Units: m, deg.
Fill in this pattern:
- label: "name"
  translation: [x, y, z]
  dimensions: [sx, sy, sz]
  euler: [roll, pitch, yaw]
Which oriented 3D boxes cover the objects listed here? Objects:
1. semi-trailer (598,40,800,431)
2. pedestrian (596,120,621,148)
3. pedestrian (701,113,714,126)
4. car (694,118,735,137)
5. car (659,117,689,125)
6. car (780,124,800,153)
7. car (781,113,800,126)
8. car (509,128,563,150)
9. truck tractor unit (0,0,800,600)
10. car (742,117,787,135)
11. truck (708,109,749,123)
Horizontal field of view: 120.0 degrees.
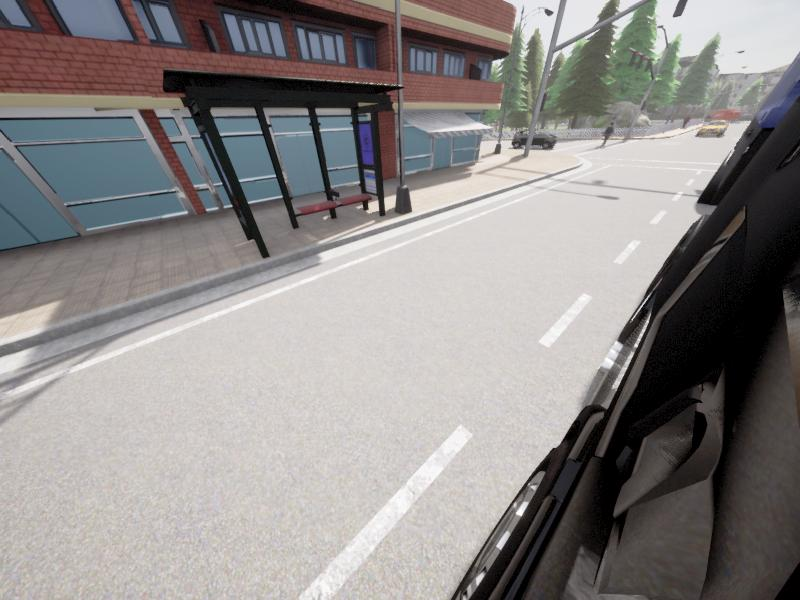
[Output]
- label: "semi-trailer"
  translation: [8.692, -3.612, 4.229]
  dimensions: [14.254, 4.402, 2.717]
  euler: [-28, 44, -30]
- label: "pedestrian"
  translation: [17.854, -14.217, 19.827]
  dimensions: [0.751, 1.860, 0.751]
  euler: [-25, 42, -27]
- label: "pedestrian"
  translation: [59.840, -35.135, 44.941]
  dimensions: [0.751, 1.860, 0.751]
  euler: [-28, 43, -29]
- label: "car"
  translation: [35.621, -19.537, 26.167]
  dimensions: [5.366, 1.575, 1.801]
  euler: [-27, 43, -29]
- label: "car"
  translation: [74.707, -48.962, 63.062]
  dimensions: [1.837, 1.490, 4.892]
  euler: [-27, 43, -29]
- label: "car"
  translation: [25.877, -9.413, 13.332]
  dimensions: [1.970, 1.475, 3.806]
  euler: [-29, 44, -31]
- label: "car"
  translation: [63.280, -28.820, 36.854]
  dimensions: [5.008, 1.535, 1.882]
  euler: [-29, 44, -30]
- label: "car"
  translation: [12.395, -14.771, 21.200]
  dimensions: [3.705, 1.549, 1.789]
  euler: [25, 45, 32]
- label: "truck tractor unit"
  translation: [2.645, -0.295, 0.351]
  dimensions: [6.516, 4.208, 3.053]
  euler: [-28, 44, -30]
- label: "car"
  translation: [41.377, -19.868, 26.328]
  dimensions: [4.792, 1.488, 2.163]
  euler: [-28, 44, -30]
- label: "truck"
  translation: [78.556, -44.068, 55.473]
  dimensions: [2.627, 2.467, 5.204]
  euler: [6, 38, 12]
